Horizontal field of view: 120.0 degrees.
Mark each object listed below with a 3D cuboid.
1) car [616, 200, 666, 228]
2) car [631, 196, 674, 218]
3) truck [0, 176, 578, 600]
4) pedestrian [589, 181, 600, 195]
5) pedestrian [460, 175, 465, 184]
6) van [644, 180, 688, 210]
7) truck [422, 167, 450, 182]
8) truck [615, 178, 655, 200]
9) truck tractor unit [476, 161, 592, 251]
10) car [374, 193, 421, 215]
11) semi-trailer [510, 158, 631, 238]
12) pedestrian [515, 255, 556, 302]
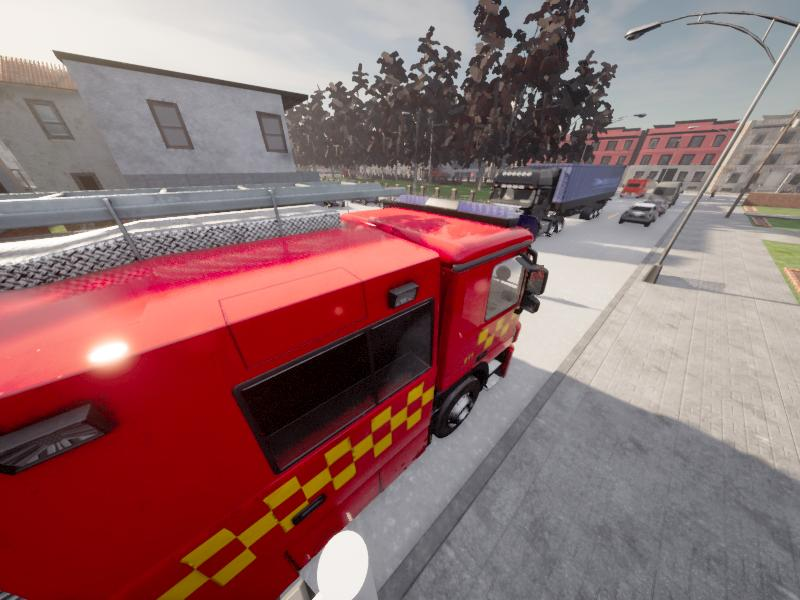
[{"bbox_3d":[19.504,-7.012,18.674,3.806,1.475,1.970,-23,37,-34],"label":"car"},{"bbox_3d":[24.249,-8.952,22.143,4.181,1.385,1.994,-23,37,-34],"label":"car"},{"bbox_3d":[-1.857,0.930,2.570,8.468,3.827,2.891,-23,37,-34],"label":"truck"},{"bbox_3d":[31.144,-17.932,36.949,0.751,1.860,0.751,24,38,35],"label":"pedestrian"},{"bbox_3d":[16.426,-31.763,60.904,0.751,1.860,0.751,-23,37,-34],"label":"pedestrian"},{"bbox_3d":[30.640,-12.178,26.562,5.915,2.561,1.988,-22,37,-33],"label":"van"},{"bbox_3d":[11.119,-39.394,72.410,2.891,3.827,8.468,-23,37,-34],"label":"truck"},{"bbox_3d":[34.265,-16.241,33.665,5.204,2.467,2.627,-23,37,-34],"label":"truck"},{"bbox_3d":[8.290,-6.108,14.365,6.516,4.208,3.053,-22,37,-34],"label":"truck tractor unit"},{"bbox_3d":[-0.326,-9.955,23.738,2.128,1.511,4.902,-23,37,-34],"label":"car"},{"bbox_3d":[14.344,-8.740,18.726,14.254,4.402,2.717,-23,37,-34],"label":"semi-trailer"},{"bbox_3d":[4.665,-0.767,7.985,0.751,1.300,0.751,23,37,34],"label":"pedestrian"}]
